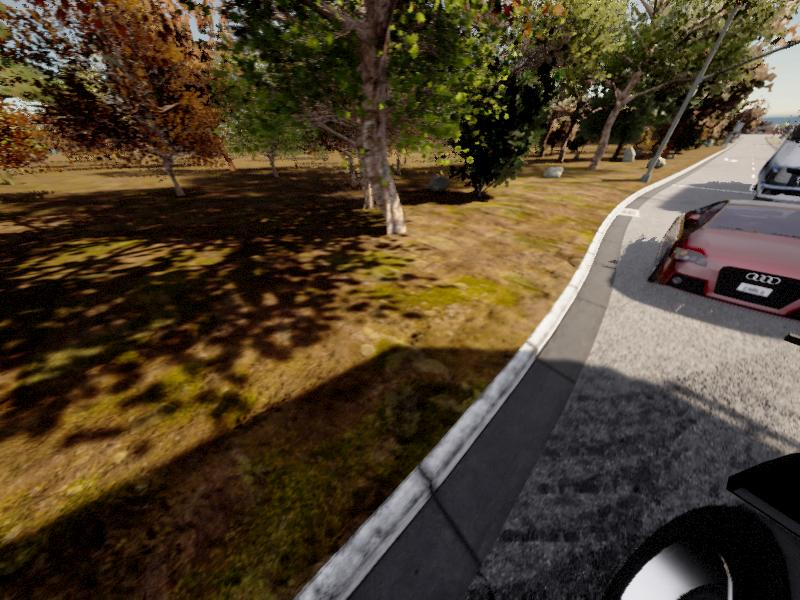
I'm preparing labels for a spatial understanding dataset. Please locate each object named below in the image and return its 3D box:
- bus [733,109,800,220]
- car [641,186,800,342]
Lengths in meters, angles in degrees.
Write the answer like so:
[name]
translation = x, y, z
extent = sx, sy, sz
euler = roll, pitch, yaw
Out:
[bus]
translation = 18.496, -6.236, 9.287
extent = 10.273, 4.253, 3.944
euler = -25, 42, -30
[car]
translation = 6.485, -1.066, 4.353
extent = 4.181, 1.385, 1.994
euler = -28, 43, -35
